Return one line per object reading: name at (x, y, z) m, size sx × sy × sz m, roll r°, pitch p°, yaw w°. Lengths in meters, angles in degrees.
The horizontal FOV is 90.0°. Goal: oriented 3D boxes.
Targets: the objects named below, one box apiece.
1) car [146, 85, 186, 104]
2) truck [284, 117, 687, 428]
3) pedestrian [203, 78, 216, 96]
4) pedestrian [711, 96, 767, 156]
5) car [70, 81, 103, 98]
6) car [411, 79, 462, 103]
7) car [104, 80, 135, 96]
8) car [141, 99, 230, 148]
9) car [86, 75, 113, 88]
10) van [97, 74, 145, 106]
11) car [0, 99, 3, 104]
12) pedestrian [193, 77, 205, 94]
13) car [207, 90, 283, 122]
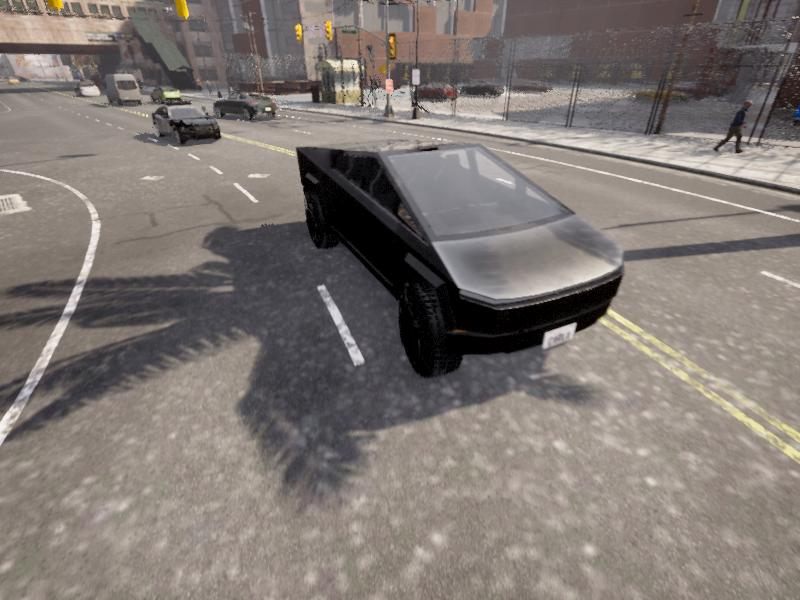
car at (-23.693, -20.787, 40.386) m, size 2.007 × 1.525 × 4.514 m, roll -26°, pitch 39°, yaw -36°
truck at (0.227, -1.344, 6.236) m, size 2.390 × 2.098 × 6.274 m, roll -14°, pitch 33°, yaw -22°
pedestrian at (-22.551, -25.225, 47.287) m, size 0.751 × 1.860 × 0.751 m, roll 24°, pitch 38°, yaw 35°
pedestrian at (12.151, -6.246, 14.366) m, size 0.751 × 1.860 × 0.751 m, roll -17°, pitch 34°, yaw -26°
car at (-39.839, -26.783, 50.835) m, size 2.242 × 1.667 × 4.611 m, roll -26°, pitch 39°, yaw -36°
car at (3.422, -20.221, 38.620) m, size 2.185 × 1.767 × 4.553 m, roll -26°, pitch 39°, yaw -36°
car at (-36.836, -27.810, 52.455) m, size 2.033 × 1.649 × 4.856 m, roll -26°, pitch 39°, yaw -36°
car at (-10.447, -8.658, 19.343) m, size 1.930 × 1.638 × 5.238 m, roll -26°, pitch 39°, yaw -36°
car at (-54.801, -39.847, 72.894) m, size 2.435 × 2.045 × 5.566 m, roll -26°, pitch 39°, yaw -36°
van at (-27.140, -20.478, 38.897) m, size 1.988 × 2.561 × 5.915 m, roll -26°, pitch 39°, yaw -36°
car at (-42.315, -20.808, 40.645) m, size 2.097 × 1.535 × 5.008 m, roll -26°, pitch 39°, yaw -36°
pedestrian at (-25.314, -27.072, 50.484) m, size 0.751 × 1.860 × 0.751 m, roll -25°, pitch 38°, yaw -35°
car at (-10.746, -13.500, 27.655) m, size 5.027 × 1.651 × 2.152 m, roll 20°, pitch 36°, yaw 31°
